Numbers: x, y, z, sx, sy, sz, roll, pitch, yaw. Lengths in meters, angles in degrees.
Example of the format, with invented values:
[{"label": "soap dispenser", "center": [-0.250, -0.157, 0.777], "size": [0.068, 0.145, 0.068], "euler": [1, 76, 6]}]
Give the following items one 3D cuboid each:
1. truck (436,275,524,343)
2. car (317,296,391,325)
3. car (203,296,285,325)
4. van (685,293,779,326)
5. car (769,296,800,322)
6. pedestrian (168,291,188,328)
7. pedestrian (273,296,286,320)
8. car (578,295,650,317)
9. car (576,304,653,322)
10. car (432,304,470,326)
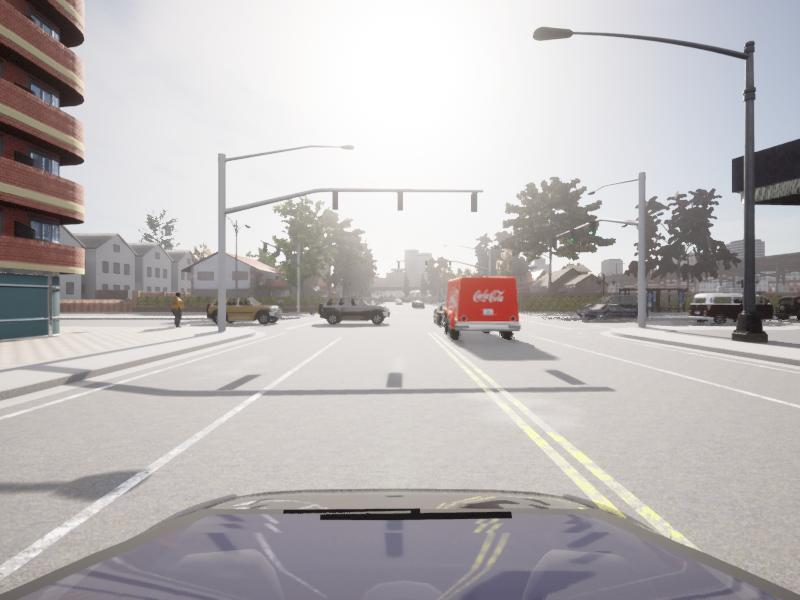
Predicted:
[{"label": "truck", "center": [3.215, 0.352, 17.402], "size": [2.627, 2.467, 5.204], "euler": [0, 0, -2]}, {"label": "car", "center": [-2.952, 0.652, 26.313], "size": [4.605, 1.855, 1.932], "euler": [0, 0, 0]}, {"label": "car", "center": [-10.177, 0.652, 26.346], "size": [4.605, 1.855, 1.932], "euler": [0, 0, 0]}, {"label": "van", "center": [21.626, 0.574, 26.210], "size": [4.480, 2.038, 2.069], "euler": [0, 0, 0]}, {"label": "car", "center": [30.168, 0.646, 29.673], "size": [3.866, 1.878, 1.905], "euler": [0, 0, 0]}, {"label": "pedestrian", "center": [-11.426, 0.485, 20.580], "size": [0.751, 1.860, 0.751], "euler": [0, 0, 44]}, {"label": "pedestrian", "center": [-9.565, 0.637, 31.779], "size": [0.751, 1.860, 0.751], "euler": [0, 0, 22]}, {"label": "car", "center": [20.090, 0.568, 37.719], "size": [5.566, 2.045, 2.150], "euler": [0, 0, 0]}, {"label": "car", "center": [15.852, 0.944, 29.735], "size": [4.718, 1.301, 1.895], "euler": [0, 0, 0]}, {"label": "car", "center": [3.269, 0.944, 26.486], "size": [1.895, 1.301, 4.718], "euler": [0, 0, 0]}]
